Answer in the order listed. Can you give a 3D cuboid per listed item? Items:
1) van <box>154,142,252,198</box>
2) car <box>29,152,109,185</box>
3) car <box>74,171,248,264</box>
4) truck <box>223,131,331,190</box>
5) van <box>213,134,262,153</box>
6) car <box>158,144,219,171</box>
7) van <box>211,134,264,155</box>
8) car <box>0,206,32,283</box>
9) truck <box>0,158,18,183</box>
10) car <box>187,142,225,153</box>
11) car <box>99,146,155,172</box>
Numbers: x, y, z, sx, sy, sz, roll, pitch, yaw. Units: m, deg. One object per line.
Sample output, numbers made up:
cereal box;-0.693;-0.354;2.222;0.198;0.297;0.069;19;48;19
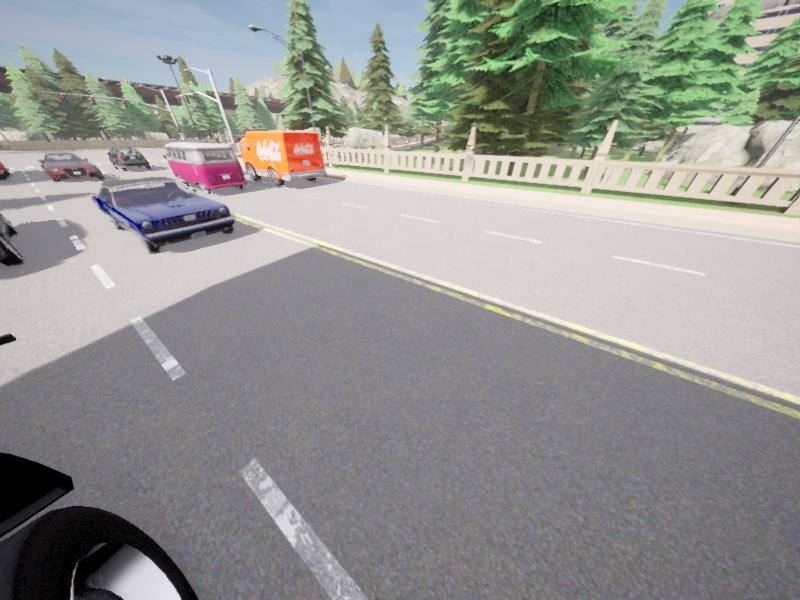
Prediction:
van;-9.708;-6.556;11.409;4.442;1.987;1.775;22;41;28
car;-20.059;-8.050;13.994;4.181;1.385;1.994;22;41;28
car;-6.587;-2.538;6.334;4.718;1.301;1.895;22;41;28
truck;-6.937;-8.091;13.182;5.204;2.467;2.627;22;41;28
van;-27.189;-26.380;38.904;1.988;2.561;5.915;22;41;28
car;-18.170;-12.318;19.829;4.856;1.649;2.033;22;41;28
van;-25.224;-24.481;36.227;1.988;2.561;5.915;22;41;28
car;-9.877;-1.555;4.621;5.238;1.638;1.930;22;41;28
truck;-25.497;-8.253;13.291;5.204;2.467;2.627;22;41;28
car;-32.179;-25.397;38.401;1.816;1.474;4.193;22;41;28
car;-21.726;-11.276;18.386;3.705;1.549;1.789;22;41;28
